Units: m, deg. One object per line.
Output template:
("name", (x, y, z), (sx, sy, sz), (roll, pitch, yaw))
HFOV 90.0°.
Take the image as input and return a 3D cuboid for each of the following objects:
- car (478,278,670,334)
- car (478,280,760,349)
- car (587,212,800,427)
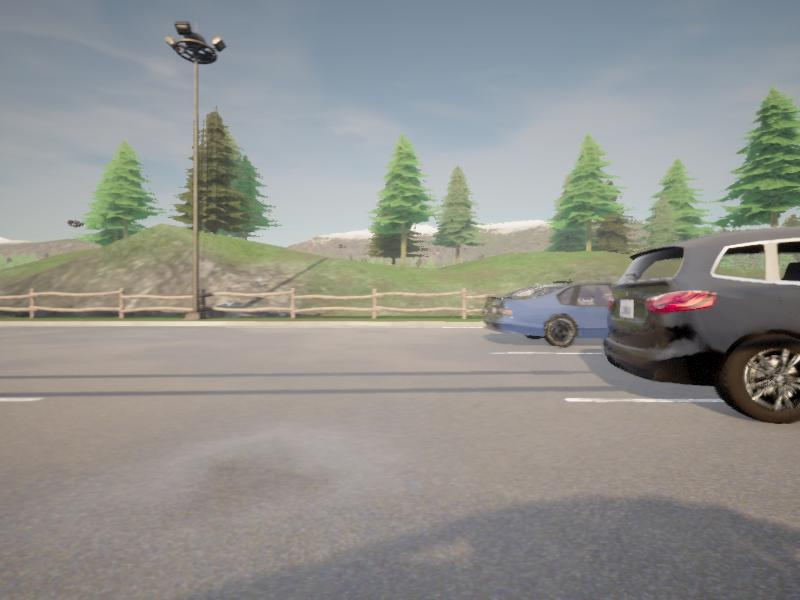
("car", (5.299, 0.173, 12.701), (5.238, 1.638, 1.930), (0, 0, 0))
("car", (4.678, 0.296, 9.198), (5.357, 1.411, 2.033), (0, 0, 0))
("car", (4.618, 0.157, 3.941), (4.611, 1.667, 2.242), (0, 0, 11))
